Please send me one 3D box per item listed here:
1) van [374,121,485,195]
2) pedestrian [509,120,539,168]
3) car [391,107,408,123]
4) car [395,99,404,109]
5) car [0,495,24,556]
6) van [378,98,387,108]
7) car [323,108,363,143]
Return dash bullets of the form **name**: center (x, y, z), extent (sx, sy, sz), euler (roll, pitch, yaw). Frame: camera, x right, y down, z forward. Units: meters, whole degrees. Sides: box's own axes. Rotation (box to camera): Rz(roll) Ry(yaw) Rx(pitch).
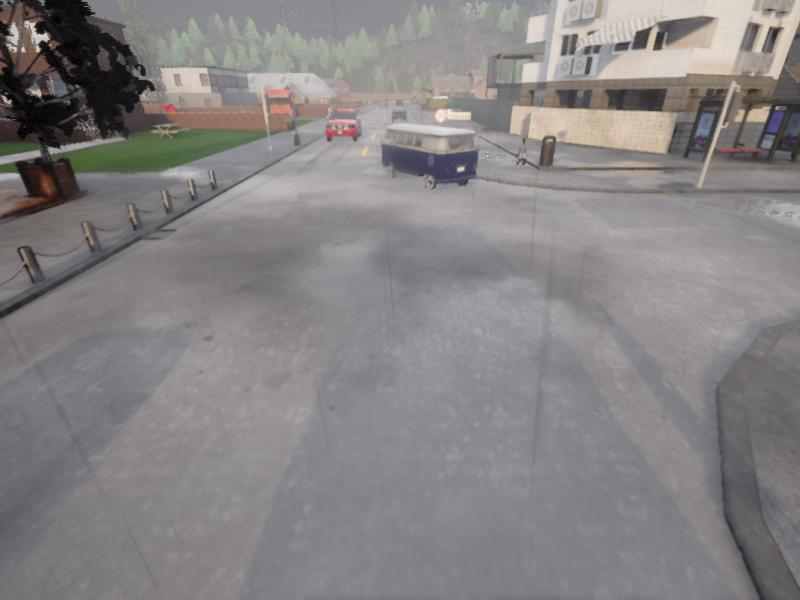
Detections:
- **van**: center (0.917, -5.511, 15.090), extent (1.775, 1.987, 4.442), euler (-18, 32, -28)
- **pedestrian**: center (5.357, -6.765, 17.331), extent (0.751, 1.860, 0.751), euler (-5, 28, -8)
- **car**: center (-0.058, -22.049, 47.666), extent (1.837, 1.490, 4.892), euler (0, 27, 0)
- **car**: center (-0.104, -42.359, 86.600), extent (1.905, 1.878, 3.866), euler (0, 27, 0)
- **car**: center (-4.015, 2.245, 0.467), extent (1.930, 1.638, 5.238), euler (1, 27, 2)
- **van**: center (-4.103, -46.513, 94.530), extent (1.775, 1.987, 4.442), euler (0, 27, 0)
- **car**: center (-4.038, -12.889, 29.340), extent (2.150, 2.045, 5.566), euler (0, 27, 0)
